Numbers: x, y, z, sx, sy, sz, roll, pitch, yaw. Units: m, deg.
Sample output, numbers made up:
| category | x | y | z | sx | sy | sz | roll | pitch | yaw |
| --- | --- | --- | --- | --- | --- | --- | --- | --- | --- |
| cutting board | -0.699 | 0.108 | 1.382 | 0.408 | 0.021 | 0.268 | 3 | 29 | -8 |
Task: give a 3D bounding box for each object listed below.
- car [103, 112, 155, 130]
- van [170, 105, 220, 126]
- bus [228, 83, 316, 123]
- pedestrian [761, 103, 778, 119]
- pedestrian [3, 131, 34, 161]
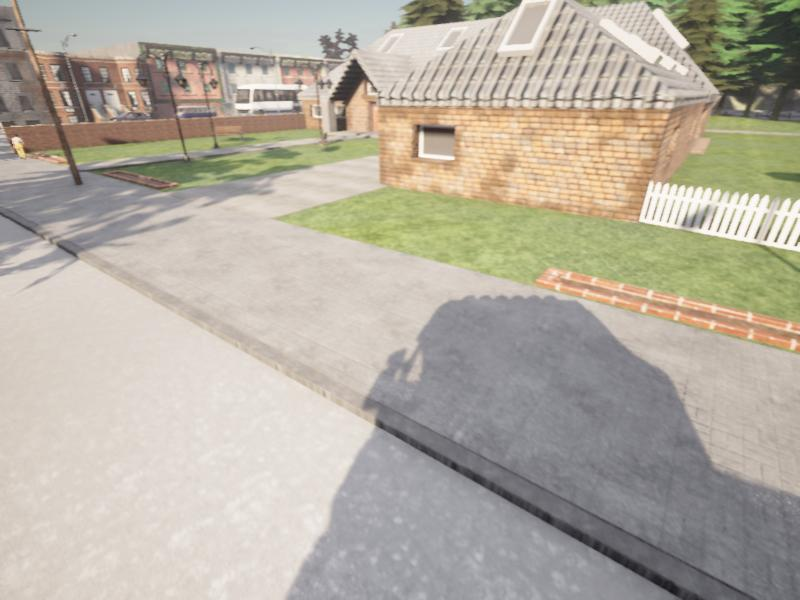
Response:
| category | x | y | z | sx | sy | sz | roll | pitch | yaw |
| --- | --- | --- | --- | --- | --- | --- | --- | --- | --- |
| car | -27.322 | -18.127 | 40.409 | 1.845 | 1.501 | 3.633 | 19 | 33 | 32 |
| van | -23.135 | -20.935 | 45.360 | 1.775 | 1.987 | 4.442 | 19 | 33 | 32 |
| bus | -16.495 | -25.959 | 52.631 | 3.944 | 4.253 | 10.273 | 19 | 33 | 32 |
| pedestrian | 47.629 | -24.375 | 51.572 | 0.751 | 1.860 | 0.751 | -12 | 30 | -23 |
| pedestrian | -19.206 | -7.781 | 20.164 | 0.751 | 1.300 | 0.751 | -22 | 34 | -36 |
